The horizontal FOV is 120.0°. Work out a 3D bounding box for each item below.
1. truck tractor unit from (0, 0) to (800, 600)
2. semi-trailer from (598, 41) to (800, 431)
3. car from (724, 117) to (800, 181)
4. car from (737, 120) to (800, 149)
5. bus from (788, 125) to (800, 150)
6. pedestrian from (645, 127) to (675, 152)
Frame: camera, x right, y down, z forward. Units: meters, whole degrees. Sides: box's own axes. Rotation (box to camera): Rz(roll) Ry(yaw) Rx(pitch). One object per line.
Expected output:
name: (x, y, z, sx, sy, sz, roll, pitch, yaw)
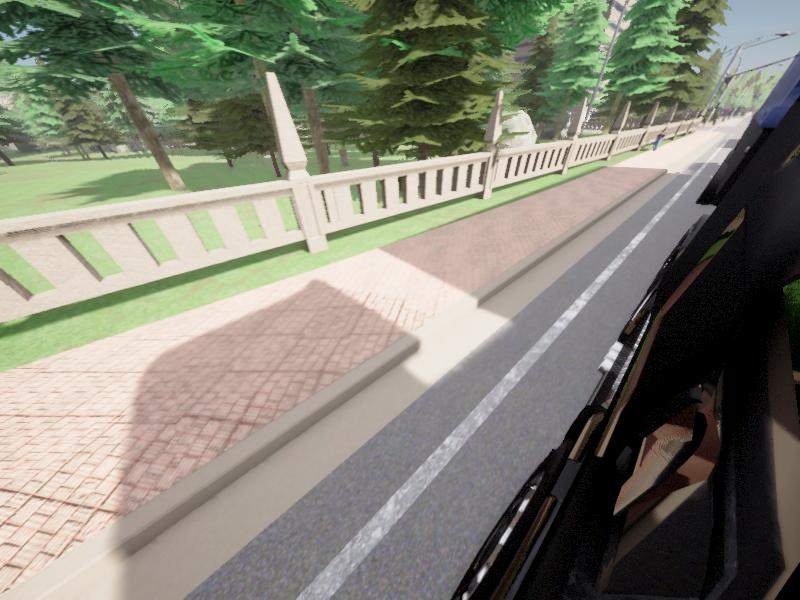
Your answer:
truck tractor unit: (2.645, -0.295, 0.351, 6.516, 4.208, 3.053, -28, 44, -30)
semi-trailer: (8.689, -3.614, 4.234, 14.254, 4.402, 2.717, -28, 44, -30)
car: (15.946, -6.474, 9.691, 4.605, 1.855, 1.932, -28, 44, -30)
car: (26.125, -11.780, 16.421, 3.633, 1.501, 1.845, -28, 44, -30)
bus: (30.980, -12.658, 15.011, 10.273, 4.253, 3.944, -28, 44, -30)
pedestrian: (17.394, -10.749, 15.495, 0.751, 1.300, 0.751, -28, 44, -29)
